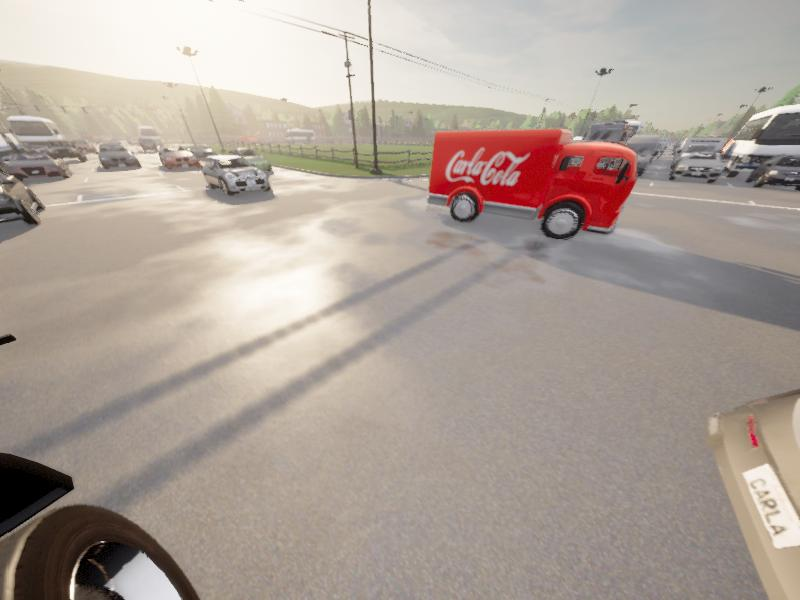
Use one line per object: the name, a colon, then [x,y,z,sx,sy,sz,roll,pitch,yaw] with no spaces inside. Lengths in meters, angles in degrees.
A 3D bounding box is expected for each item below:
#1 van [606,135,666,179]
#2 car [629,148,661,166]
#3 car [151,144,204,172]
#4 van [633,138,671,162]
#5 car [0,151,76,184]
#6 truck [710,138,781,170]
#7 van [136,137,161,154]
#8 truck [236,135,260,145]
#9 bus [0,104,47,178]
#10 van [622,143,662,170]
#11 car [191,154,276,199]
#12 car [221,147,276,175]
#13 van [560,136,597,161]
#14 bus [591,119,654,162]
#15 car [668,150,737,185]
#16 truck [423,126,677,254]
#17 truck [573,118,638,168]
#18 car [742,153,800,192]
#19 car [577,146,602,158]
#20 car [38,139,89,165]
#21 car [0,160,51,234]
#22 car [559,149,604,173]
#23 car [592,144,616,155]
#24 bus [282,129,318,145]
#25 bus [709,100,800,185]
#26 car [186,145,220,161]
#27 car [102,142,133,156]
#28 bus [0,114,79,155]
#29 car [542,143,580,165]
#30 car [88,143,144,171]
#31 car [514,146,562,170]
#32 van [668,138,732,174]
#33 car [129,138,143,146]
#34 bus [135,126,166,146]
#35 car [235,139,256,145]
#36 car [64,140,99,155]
van: [18.545,-11.312,18.071,1.988,2.561,5.915,30,44,35]
car: [27.932,-16.316,26.272,1.812,1.442,4.674,30,44,35]
car: [-18.558,-11.952,19.250,4.611,1.667,2.242,30,45,35]
van: [33.423,-19.911,30.608,2.351,2.431,6.366,30,44,35]
car: [-22.219,-8.267,14.218,4.181,1.385,1.994,30,45,35]
truck: [34.719,-14.937,23.507,2.627,2.467,5.204,29,44,34]
van: [-39.750,-24.425,36.458,1.775,1.987,4.442,-29,45,-35]
truck: [-47.316,-49.734,71.972,2.627,2.467,5.204,30,45,35]
bus: [-29.574,-10.975,15.470,3.944,4.253,10.273,-30,45,-36]
van: [23.396,-13.904,22.307,1.775,1.987,4.442,30,44,35]
car: [-8.151,-6.176,11.331,3.806,1.475,1.970,27,43,32]
car: [-11.757,-10.834,17.874,4.514,1.525,2.007,29,44,35]
van: [23.691,-20.055,30.590,1.988,2.561,5.915,30,44,35]
bus: [30.610,-21.794,31.664,3.944,4.253,10.273,30,44,35]
car: [20.766,-9.351,16.106,2.152,1.651,5.027,30,44,35]
truck: [3.675,-3.625,6.993,5.204,2.467,2.627,23,41,29]
truck: [22.342,-16.919,24.986,2.891,3.827,8.468,30,44,35]
car: [22.693,-7.593,13.641,1.851,1.617,3.988,30,44,35]
car: [29.237,-22.799,35.586,1.994,1.385,4.181,29,44,35]
car: [-32.640,-14.539,22.550,1.905,1.878,3.866,-30,46,-36]
car: [-12.495,-3.085,6.807,3.705,1.549,1.789,27,43,32]
car: [16.020,-12.294,20.346,1.837,1.490,4.892,30,44,35]
car: [37.637,-27.799,42.556,2.242,1.667,4.611,30,44,35]
bus: [-35.142,-57.365,81.452,3.944,4.253,10.273,30,44,35]
bus: [28.071,-11.692,17.248,3.944,4.253,10.273,30,44,35]
car: [-23.079,-17.301,27.070,1.994,1.385,4.181,-30,45,-36]
car: [-39.395,-21.147,32.234,2.163,1.488,4.792,-30,45,-36]
bus: [-51.888,-23.950,33.652,3.944,4.253,10.273,-30,45,-35]
car: [18.318,-16.662,26.260,1.932,1.855,4.605,30,44,35]
car: [-23.314,-11.869,19.069,2.242,1.667,4.611,-30,45,-36]
car: [13.128,-13.561,21.957,2.242,1.667,4.611,29,44,35]
van: [26.519,-13.024,20.710,2.351,2.431,6.366,30,44,35]
car: [-70.379,-42.053,61.510,1.801,1.575,5.366,-30,45,-36]
bus: [-69.082,-45.342,63.886,3.944,4.253,10.273,-30,45,-36]
car: [-49.648,-50.861,74.384,2.128,1.511,4.902,30,45,35]
car: [-46.133,-22.302,33.627,2.242,1.667,4.611,-29,45,-35]
